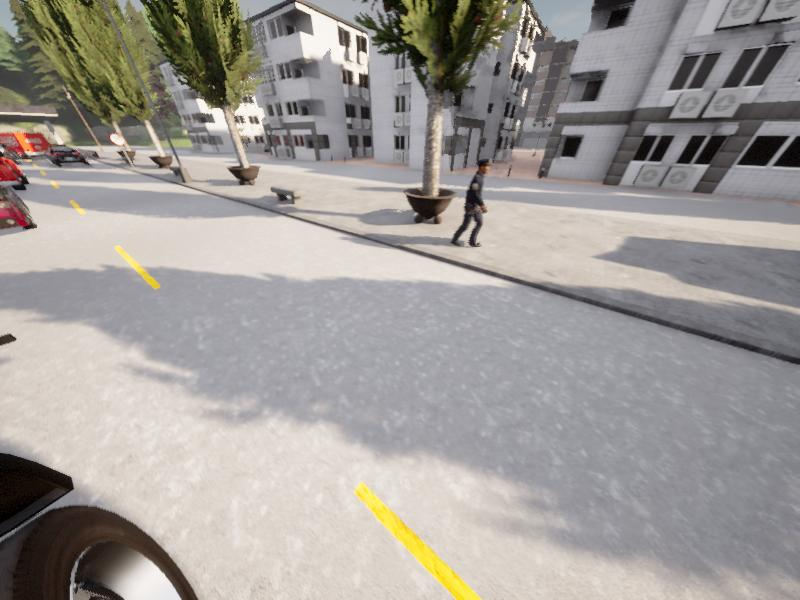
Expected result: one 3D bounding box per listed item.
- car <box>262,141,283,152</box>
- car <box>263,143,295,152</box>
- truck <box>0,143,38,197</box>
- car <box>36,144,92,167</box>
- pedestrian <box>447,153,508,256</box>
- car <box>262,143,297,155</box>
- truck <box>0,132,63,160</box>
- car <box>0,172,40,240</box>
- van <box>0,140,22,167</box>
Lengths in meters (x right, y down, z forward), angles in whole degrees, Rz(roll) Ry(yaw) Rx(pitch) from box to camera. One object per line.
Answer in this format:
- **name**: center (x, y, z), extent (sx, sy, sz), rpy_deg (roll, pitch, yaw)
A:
- **car**: center (-22.263, -26.782, 40.241), extent (1.845, 1.501, 3.633), rpy_deg (-28, 44, -34)
- **car**: center (-20.241, -25.588, 38.717), extent (4.536, 1.218, 1.853), rpy_deg (-14, 38, -20)
- **truck**: center (-20.320, -6.493, 10.750), extent (5.204, 2.467, 2.627), rpy_deg (24, 42, 27)
- **car**: center (-31.165, -13.478, 21.417), extent (4.974, 1.542, 2.038), rpy_deg (23, 41, 28)
- **pedestrian**: center (1.605, -2.016, 4.939), extent (0.751, 1.860, 0.751), rpy_deg (18, 39, 24)
- **car**: center (-20.194, -25.472, 38.825), extent (4.974, 1.542, 2.038), rpy_deg (-14, 38, -20)
- **truck**: center (-42.259, -17.170, 25.730), extent (5.204, 2.467, 2.627), rpy_deg (7, 34, 9)
- **car**: center (-12.361, -2.688, 6.420), extent (4.181, 1.385, 1.994), rpy_deg (23, 41, 29)
- **van**: center (-36.432, -13.346, 20.299), extent (5.915, 2.561, 1.988), rpy_deg (21, 40, 26)
